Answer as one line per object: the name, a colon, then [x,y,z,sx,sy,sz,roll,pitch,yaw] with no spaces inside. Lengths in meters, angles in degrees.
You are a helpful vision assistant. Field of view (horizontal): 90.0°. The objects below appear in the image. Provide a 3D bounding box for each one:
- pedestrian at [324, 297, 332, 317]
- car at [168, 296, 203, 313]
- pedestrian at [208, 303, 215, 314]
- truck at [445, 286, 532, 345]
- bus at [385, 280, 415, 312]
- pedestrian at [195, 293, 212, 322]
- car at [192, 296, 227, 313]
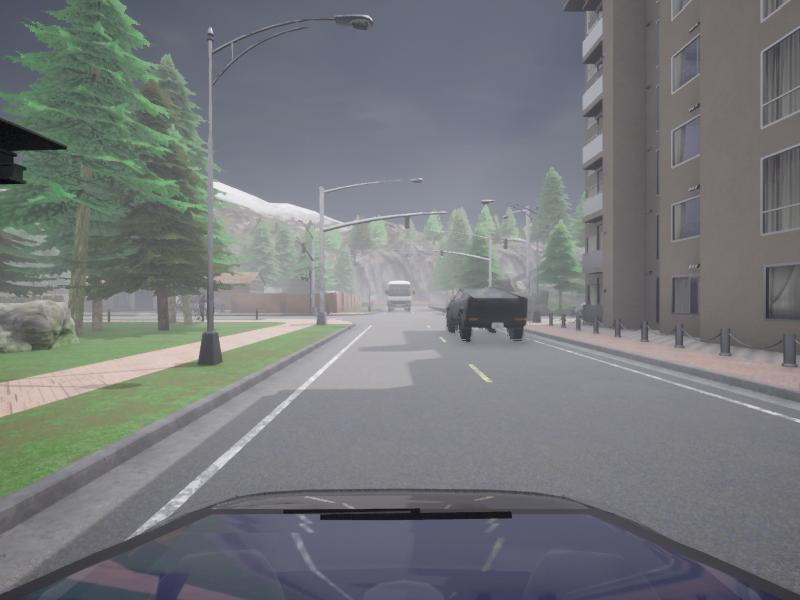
pedestrian: [-6.738,0.624,37.338,0.751,1.860,0.751,0,0,-11]
car: [-24.091,0.505,45.073,1.905,1.878,3.866,0,0,-1]
pedestrian: [-19.469,0.856,41.309,0.500,1.100,0.500,0,0,-3]
truck: [3.473,0.544,17.310,2.390,2.098,6.274,0,0,0]
bus: [0.035,-0.534,57.845,3.944,4.253,10.273,0,0,0]
pedestrian: [-12.862,0.471,26.188,0.751,1.860,0.751,0,0,0]
car: [-21.587,0.503,45.523,1.932,1.855,4.605,0,0,-1]
